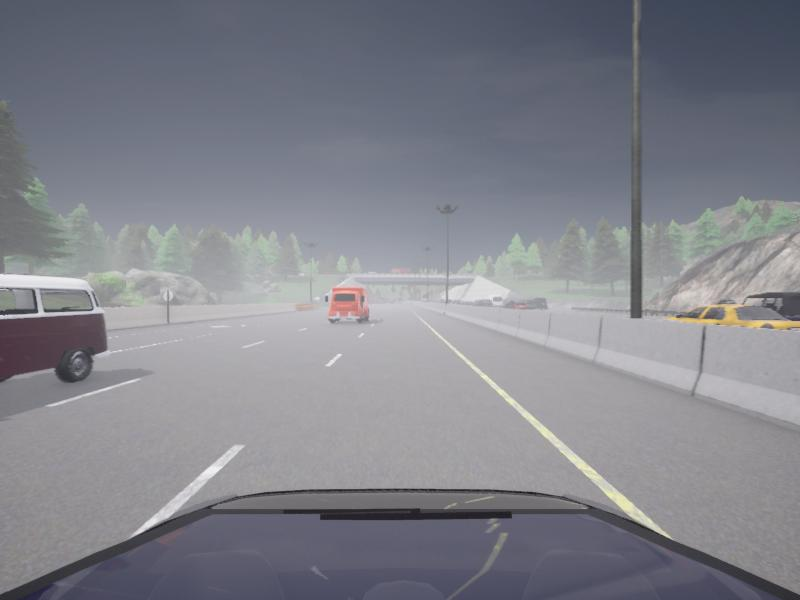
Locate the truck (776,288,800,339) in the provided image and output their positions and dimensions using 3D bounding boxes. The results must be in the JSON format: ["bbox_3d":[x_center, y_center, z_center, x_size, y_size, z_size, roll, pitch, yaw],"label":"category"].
[{"bbox_3d":[17.499,0.545,14.207,2.390,2.098,6.274,0,0,0],"label":"truck"}]

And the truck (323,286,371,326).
[{"bbox_3d":[-3.505,0.363,27.496,2.627,2.467,5.204,0,0,0],"label":"truck"}]

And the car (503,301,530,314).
[{"bbox_3d":[13.994,0.840,48.332,2.007,1.525,4.514,0,0,0],"label":"car"}]

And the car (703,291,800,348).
[{"bbox_3d":[13.998,0.650,15.302,1.905,1.878,3.866,0,0,0],"label":"car"}]

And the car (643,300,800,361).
[{"bbox_3d":[10.498,0.804,13.139,1.801,1.575,5.366,0,0,0],"label":"car"}]

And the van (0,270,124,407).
[{"bbox_3d":[-6.994,0.573,6.393,2.069,2.038,4.480,0,0,0],"label":"van"}]

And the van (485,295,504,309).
[{"bbox_3d":[17.494,0.320,74.401,1.988,2.561,5.915,0,0,0],"label":"van"}]
